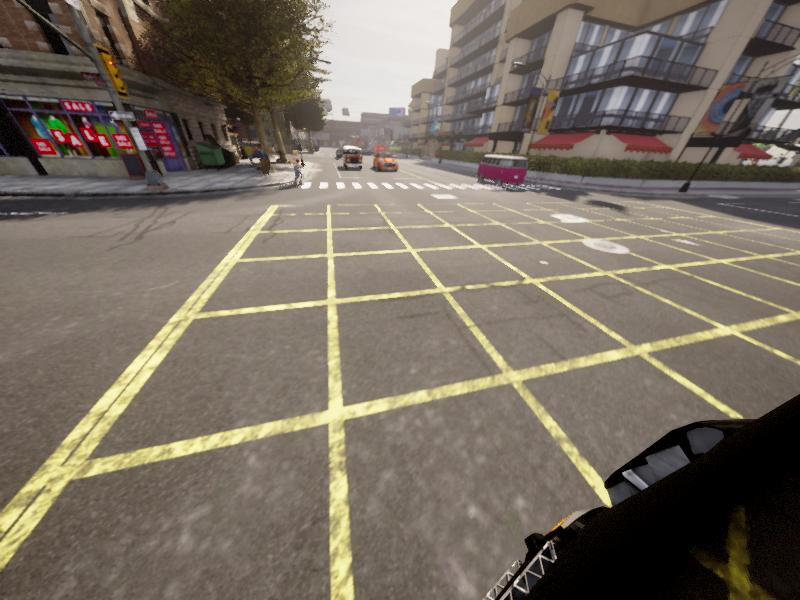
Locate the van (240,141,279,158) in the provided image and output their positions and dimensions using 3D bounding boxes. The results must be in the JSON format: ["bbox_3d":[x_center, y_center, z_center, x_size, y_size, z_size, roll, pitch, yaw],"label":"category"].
[{"bbox_3d":[-21.378,-22.975,35.302,4.442,1.987,1.775,-3,34,-9],"label":"van"}]

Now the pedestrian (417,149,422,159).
[{"bbox_3d":[4.232,-31.902,50.510,0.751,1.860,0.751,18,36,21],"label":"pedestrian"}]

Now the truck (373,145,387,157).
[{"bbox_3d":[-5.315,-38.542,59.598,2.627,2.467,5.204,-6,35,-14],"label":"truck"}]

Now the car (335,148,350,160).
[{"bbox_3d":[-10.079,-25.621,40.479,2.152,1.651,5.027,-6,34,-14],"label":"car"}]

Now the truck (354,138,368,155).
[{"bbox_3d":[-11.285,-44.288,66.606,2.891,3.827,8.468,-6,35,-14],"label":"truck"}]

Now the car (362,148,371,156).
[{"bbox_3d":[-8.499,-37.328,58.350,1.789,1.549,3.705,-6,35,-14],"label":"car"}]

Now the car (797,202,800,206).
[{"bbox_3d":[29.115,-6.705,14.943,3.806,1.475,1.970,-6,35,-13],"label":"car"}]

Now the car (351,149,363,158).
[{"bbox_3d":[-9.240,-31.325,49.284,1.837,1.490,4.892,-6,34,-14],"label":"car"}]

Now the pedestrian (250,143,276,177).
[{"bbox_3d":[-8.909,-9.094,15.042,0.751,1.860,0.751,19,37,23],"label":"pedestrian"}]

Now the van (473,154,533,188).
[{"bbox_3d":[7.898,-10.313,18.350,1.775,1.987,4.442,-6,35,-14],"label":"van"}]

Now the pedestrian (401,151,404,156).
[{"bbox_3d":[0.659,-38.943,61.577,0.500,1.100,0.500,-5,34,-12],"label":"pedestrian"}]

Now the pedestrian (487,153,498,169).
[{"bbox_3d":[13.103,-19.836,32.930,0.751,1.860,0.751,-6,35,-13],"label":"pedestrian"}]

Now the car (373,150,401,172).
[{"bbox_3d":[-1.576,-15.217,25.229,2.097,1.767,4.553,-6,35,-14],"label":"car"}]

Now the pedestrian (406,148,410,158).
[{"bbox_3d":[1.882,-36.047,56.601,0.751,1.860,0.751,-5,34,-11],"label":"pedestrian"}]

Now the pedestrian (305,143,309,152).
[{"bbox_3d":[-24.873,-40.848,61.858,0.751,1.860,0.751,-6,34,-13],"label":"pedestrian"}]

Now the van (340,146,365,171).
[{"bbox_3d":[-5.157,-15.376,24.977,2.069,2.038,4.480,-6,35,-14],"label":"van"}]

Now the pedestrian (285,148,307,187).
[{"bbox_3d":[-5.839,-7.459,13.077,0.751,1.860,0.751,-7,35,-14],"label":"pedestrian"}]

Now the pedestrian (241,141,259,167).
[{"bbox_3d":[-13.251,-12.853,20.401,0.751,1.860,0.751,-8,35,-15],"label":"pedestrian"}]
